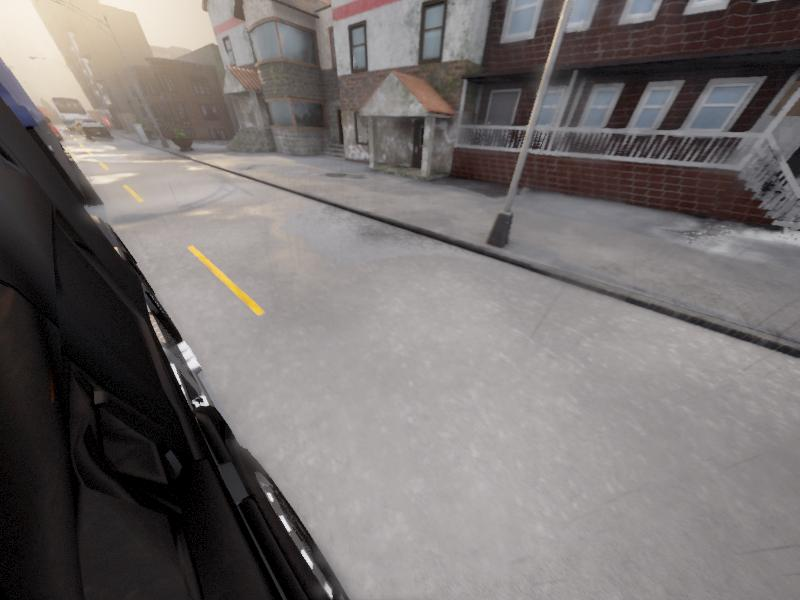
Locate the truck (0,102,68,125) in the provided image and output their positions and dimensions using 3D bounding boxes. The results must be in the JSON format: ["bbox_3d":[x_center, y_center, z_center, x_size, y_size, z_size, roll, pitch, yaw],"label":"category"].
[{"bbox_3d":[-85.085,-43.085,53.532,2.891,3.827,8.468,28,44,30],"label":"truck"}]

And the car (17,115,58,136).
[{"bbox_3d":[-44.587,-21.548,28.487,3.866,1.878,1.905,28,44,30],"label":"car"}]

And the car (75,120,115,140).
[{"bbox_3d":[-34.976,-19.489,26.452,5.238,1.638,1.930,28,44,30],"label":"car"}]

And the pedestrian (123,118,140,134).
[{"bbox_3d":[-38.871,-25.166,33.442,0.751,1.860,0.751,28,44,30],"label":"pedestrian"}]

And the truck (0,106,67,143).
[{"bbox_3d":[-34.720,-16.580,21.847,5.204,2.467,2.627,29,44,29],"label":"truck"}]

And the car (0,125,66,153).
[{"bbox_3d":[-26.401,-11.711,16.732,4.181,1.385,1.994,28,44,30],"label":"car"}]

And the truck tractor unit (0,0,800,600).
[{"bbox_3d":[-2.645,-0.295,0.351,6.516,4.208,3.053,28,44,30],"label":"truck tractor unit"}]

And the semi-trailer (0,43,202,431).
[{"bbox_3d":[-8.715,-3.575,4.238,14.254,4.402,2.717,28,44,30],"label":"semi-trailer"}]

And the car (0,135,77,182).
[{"bbox_3d":[-16.411,-6.393,10.208,4.718,1.301,1.895,28,44,30],"label":"car"}]

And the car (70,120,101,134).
[{"bbox_3d":[-44.957,-24.728,33.018,5.008,1.535,1.882,28,44,30],"label":"car"}]

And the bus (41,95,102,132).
[{"bbox_3d":[-54.321,-30.698,38.242,10.273,4.253,3.944,28,44,30],"label":"bus"}]
